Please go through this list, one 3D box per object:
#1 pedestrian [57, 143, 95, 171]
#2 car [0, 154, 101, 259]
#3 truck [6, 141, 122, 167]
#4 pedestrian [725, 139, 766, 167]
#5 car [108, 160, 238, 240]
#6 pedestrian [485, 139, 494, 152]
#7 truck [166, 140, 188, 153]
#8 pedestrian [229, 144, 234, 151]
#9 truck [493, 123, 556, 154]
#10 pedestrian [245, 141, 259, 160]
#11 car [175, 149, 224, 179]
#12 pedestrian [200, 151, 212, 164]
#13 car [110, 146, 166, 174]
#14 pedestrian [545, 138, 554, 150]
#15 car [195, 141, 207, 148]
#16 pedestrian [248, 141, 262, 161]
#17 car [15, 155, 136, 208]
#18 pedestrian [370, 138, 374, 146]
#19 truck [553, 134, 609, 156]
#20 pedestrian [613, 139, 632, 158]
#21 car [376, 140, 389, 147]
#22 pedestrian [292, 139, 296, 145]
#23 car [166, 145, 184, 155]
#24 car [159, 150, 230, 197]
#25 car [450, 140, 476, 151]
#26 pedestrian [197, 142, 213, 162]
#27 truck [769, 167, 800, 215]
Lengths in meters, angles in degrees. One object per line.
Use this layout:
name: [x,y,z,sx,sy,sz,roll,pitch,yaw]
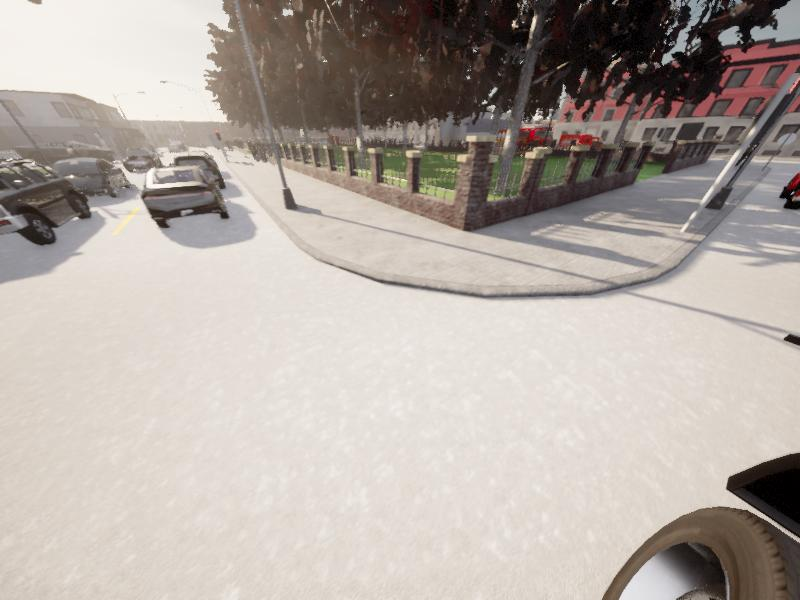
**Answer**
pedestrian: [-26.078,-11.554,18.642,0.751,1.860,0.751,-11,37,-15]
car: [-10.681,-2.656,6.127,1.932,1.855,4.605,-22,40,-28]
truck: [-34.457,-15.388,24.172,6.274,2.098,2.390,-18,39,-24]
pedestrian: [27.737,-11.790,18.586,0.751,1.860,0.751,4,35,6]
car: [-7.387,-3.770,8.001,2.128,1.511,4.902,-22,41,-28]
pedestrian: [15.129,-26.267,39.213,0.751,1.860,0.751,-11,37,-15]
truck: [-48.167,-33.239,49.975,2.390,2.098,6.274,-22,41,-28]
pedestrian: [-34.499,-31.189,47.230,0.500,1.100,0.500,-25,42,-30]
truck: [20.666,-27.258,39.095,2.891,3.827,8.468,-22,41,-28]
pedestrian: [-17.551,-17.759,27.393,0.751,1.860,0.751,-22,41,-28]
car: [-14.971,-10.240,17.236,2.128,1.511,4.902,-24,42,-30]
pedestrian: [-20.815,-15.309,24.784,0.500,1.100,0.500,-7,36,-9]
car: [-22.300,-12.172,19.925,2.033,1.649,4.856,-22,41,-27]
pedestrian: [28.232,-29.455,43.635,0.751,1.860,0.751,-26,42,-31]
car: [-61.084,-47.702,70.861,2.097,1.767,4.553,-22,41,-28]
pedestrian: [-16.077,-16.529,25.638,0.751,1.860,0.751,-23,41,-28]
car: [-14.745,-5.807,10.958,1.837,1.490,4.892,-22,41,-28]
pedestrian: [-8.305,-46.717,68.396,0.751,1.860,0.751,-19,39,-25]
truck: [25.922,-22.399,33.338,2.627,2.467,5.204,-23,41,-28]
pedestrian: [25.789,-17.551,26.770,0.751,1.860,0.751,-22,41,-28]
car: [-5.914,-51.939,76.575,2.033,1.649,4.856,-22,41,-28]
pedestrian: [-38.288,-57.018,83.235,0.751,1.860,0.751,-27,43,-32]
car: [-43.239,-28.937,44.406,1.812,1.442,4.674,-22,41,-28]
car: [-11.088,-7.045,12.572,2.033,1.649,4.856,-23,41,-29]
car: [13.171,-32.518,48.521,2.152,1.651,5.027,-22,41,-28]
pedestrian: [-22.625,-17.237,26.873,0.751,1.860,0.751,-22,41,-28]
truck: [16.223,-4.469,7.980,5.204,2.467,2.627,-22,41,-28]
